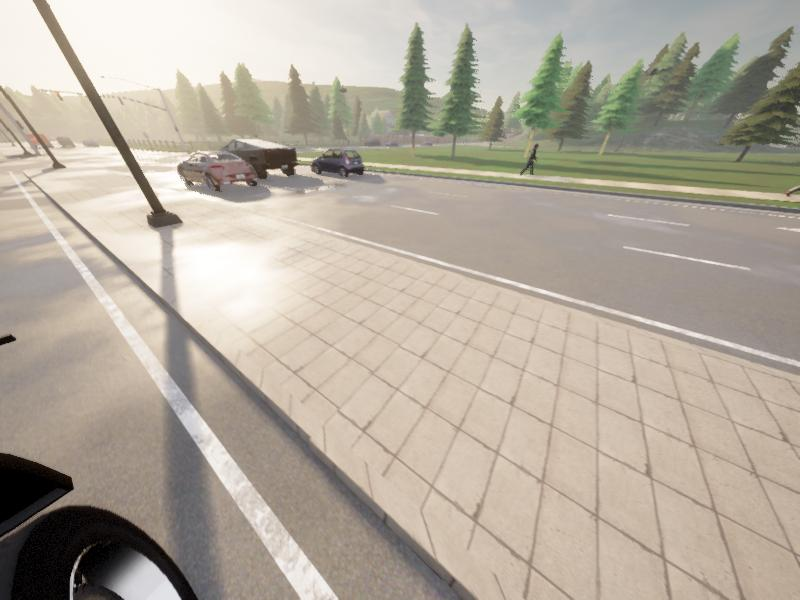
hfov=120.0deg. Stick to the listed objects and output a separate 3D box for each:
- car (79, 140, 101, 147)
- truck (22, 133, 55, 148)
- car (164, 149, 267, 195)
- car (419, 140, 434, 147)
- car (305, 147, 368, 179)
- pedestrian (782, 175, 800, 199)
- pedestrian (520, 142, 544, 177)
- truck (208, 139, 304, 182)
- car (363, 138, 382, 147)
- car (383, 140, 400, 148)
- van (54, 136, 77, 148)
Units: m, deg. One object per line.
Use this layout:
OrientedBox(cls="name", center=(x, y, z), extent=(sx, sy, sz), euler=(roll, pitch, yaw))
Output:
OrientedBox(cls="car", center=(-71.760, -36.262, 53.460), extent=(5.357, 1.411, 2.033), euler=(22, 40, 27))
OrientedBox(cls="truck", center=(-75.711, -33.384, 48.418), extent=(5.204, 2.467, 2.627), euler=(22, 40, 27))
OrientedBox(cls="car", center=(-9.782, -6.940, 12.253), extent=(5.027, 1.651, 2.152), euler=(22, 40, 27))
OrientedBox(cls="car", center=(7.833, -46.115, 68.123), extent=(2.128, 1.511, 4.902), euler=(22, 41, 28))
OrientedBox(cls="car", center=(-4.446, -9.699, 16.228), extent=(3.988, 1.617, 1.851), euler=(22, 40, 27))
OrientedBox(cls="pedestrian", center=(17.594, -5.272, 9.623), extent=(0.751, 1.860, 0.751), euler=(23, 41, 29))
OrientedBox(cls="pedestrian", center=(8.414, -8.948, 14.752), extent=(0.751, 1.860, 0.751), euler=(22, 41, 28))
OrientedBox(cls="truck", center=(-9.702, -9.543, 15.532), extent=(6.274, 2.098, 2.390), euler=(22, 40, 27))
OrientedBox(cls="car", center=(-7.713, -44.156, 64.686), extent=(2.150, 2.045, 5.566), euler=(22, 41, 28))
OrientedBox(cls="car", center=(-2.144, -41.464, 61.384), extent=(1.837, 1.490, 4.892), euler=(22, 41, 28))
OrientedBox(cls="van", center=(-74.320, -35.074, 51.249), extent=(4.442, 1.987, 1.775), euler=(22, 40, 27))
